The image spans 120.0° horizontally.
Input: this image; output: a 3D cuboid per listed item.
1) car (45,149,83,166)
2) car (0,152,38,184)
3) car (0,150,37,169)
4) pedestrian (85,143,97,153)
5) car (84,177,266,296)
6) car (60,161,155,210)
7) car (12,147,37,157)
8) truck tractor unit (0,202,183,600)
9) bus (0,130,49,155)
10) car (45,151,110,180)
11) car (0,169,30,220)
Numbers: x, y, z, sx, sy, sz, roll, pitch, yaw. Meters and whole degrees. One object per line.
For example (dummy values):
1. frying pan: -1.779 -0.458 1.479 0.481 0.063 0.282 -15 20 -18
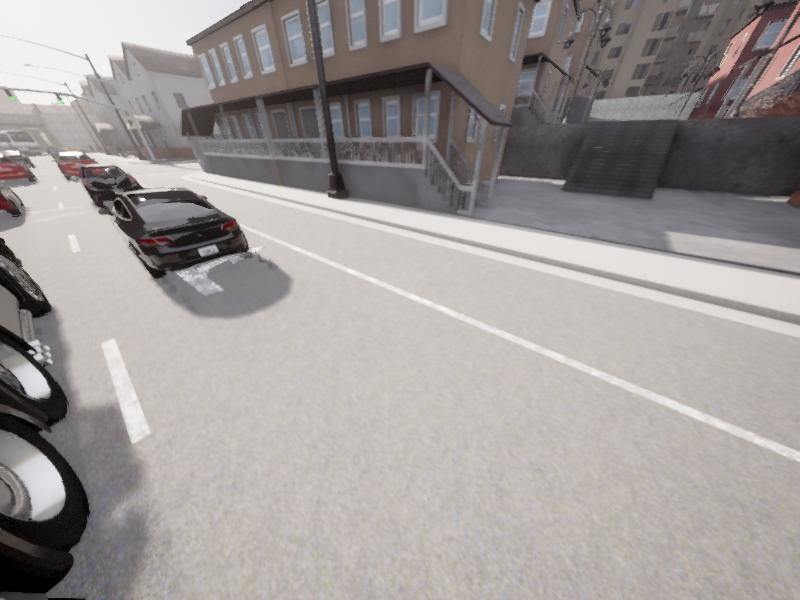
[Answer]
1. car: -40.968 -17.438 28.176 4.514 1.525 2.007 24 41 30
2. car: -27.849 -9.248 16.109 4.611 1.667 2.242 23 41 31
3. car: -42.671 -15.667 25.622 4.902 1.511 2.128 24 41 30
4. pedestrian: -69.588 -34.231 52.065 0.751 1.860 0.751 23 41 30
5. car: -5.472 -1.879 5.530 4.674 1.442 1.812 24 41 31
6. car: -13.174 -5.283 10.426 3.633 1.501 1.845 23 41 30
7. car: -72.262 -28.569 44.550 5.357 1.411 2.033 24 41 30
8. truck tractor unit: -5.001 -0.396 0.926 6.516 4.208 3.053 23 41 29
9. bus: -82.570 -33.759 49.606 10.273 4.253 3.944 13 37 18
10. car: -25.405 -10.688 18.201 4.611 1.667 2.242 23 41 30
11. car: -15.821 -3.930 8.471 3.633 1.501 1.845 24 41 30
